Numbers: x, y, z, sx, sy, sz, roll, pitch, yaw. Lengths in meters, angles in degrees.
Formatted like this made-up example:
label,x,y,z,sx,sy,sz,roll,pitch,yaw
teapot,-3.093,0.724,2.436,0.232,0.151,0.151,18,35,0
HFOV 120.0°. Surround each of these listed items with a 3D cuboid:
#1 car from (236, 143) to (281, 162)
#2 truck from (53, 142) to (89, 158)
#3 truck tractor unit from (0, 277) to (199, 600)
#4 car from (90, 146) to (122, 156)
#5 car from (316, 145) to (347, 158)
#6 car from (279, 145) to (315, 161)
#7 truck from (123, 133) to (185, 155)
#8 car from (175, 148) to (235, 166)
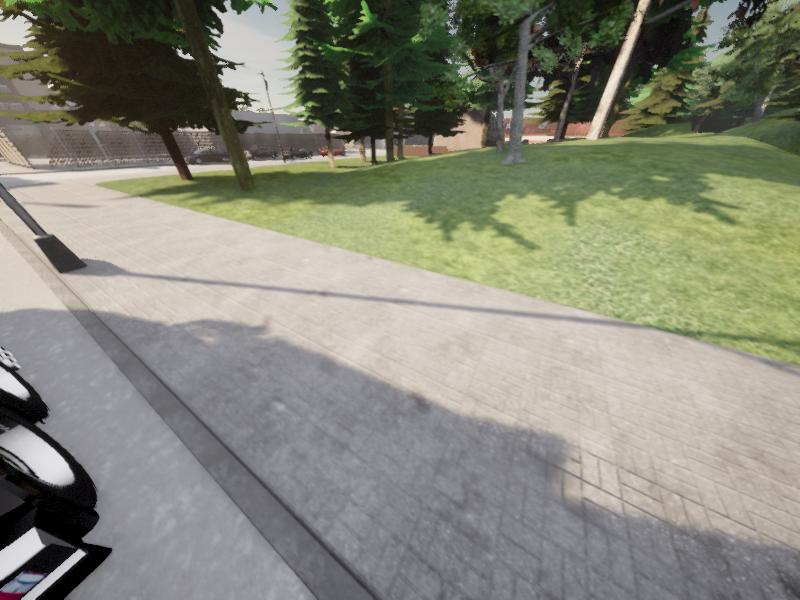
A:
label,x,y,z,sx,sy,sz,roll,pitch,yaw
car,-19.165,-20.243,31.559,1.932,1.855,4.605,18,40,25
truck,-54.857,-25.033,38.495,4.478,2.038,2.069,18,39,25
truck tractor unit,-5.130,-0.282,0.745,6.516,4.208,3.053,18,39,23
car,-52.705,-26.689,41.399,5.357,1.415,2.033,18,39,25
car,-10.713,-23.673,36.730,2.007,1.525,4.514,17,39,24
car,-14.218,-20.444,32.054,1.851,1.617,3.988,19,39,25
truck,-56.068,-35.925,53.071,2.891,3.827,8.468,18,39,25
car,-22.568,-16.837,27.048,1.837,1.490,4.892,18,39,24
